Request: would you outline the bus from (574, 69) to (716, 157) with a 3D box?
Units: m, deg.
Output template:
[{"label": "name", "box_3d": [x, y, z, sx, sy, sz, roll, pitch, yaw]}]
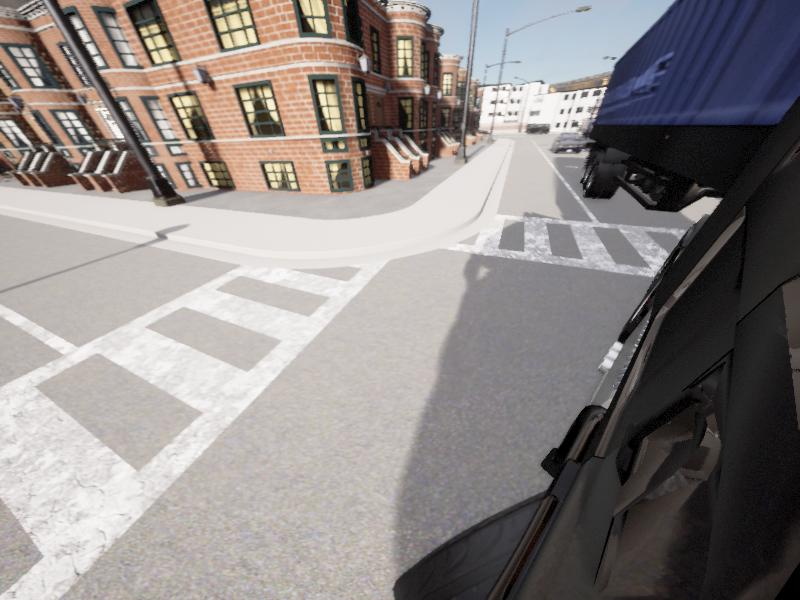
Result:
[{"label": "bus", "box_3d": [18.155, -14.638, 18.766, 3.944, 4.253, 10.273, 12, 39, 19]}]

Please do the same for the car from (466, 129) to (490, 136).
[{"label": "car", "box_3d": [20.682, -44.484, 61.421, 5.357, 1.411, 2.033, 22, 43, 29]}]

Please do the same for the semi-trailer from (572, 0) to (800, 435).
[{"label": "semi-trailer", "box_3d": [6.935, -4.385, 5.445, 2.717, 4.402, 14.254, 16, 40, 23]}]

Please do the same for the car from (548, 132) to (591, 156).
[{"label": "car", "box_3d": [14.514, -13.714, 20.153, 2.033, 1.411, 5.357, 12, 39, 19]}]

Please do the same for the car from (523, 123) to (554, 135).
[{"label": "car", "box_3d": [32.442, -40.231, 54.382, 2.150, 2.045, 5.566, -20, 40, -22]}]

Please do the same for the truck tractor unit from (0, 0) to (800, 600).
[{"label": "truck tractor unit", "box_3d": [2.645, -0.295, 0.351, 6.516, 4.208, 3.053, -28, 44, -30]}]

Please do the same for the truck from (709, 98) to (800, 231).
[{"label": "truck", "box_3d": [10.503, -2.729, 4.640, 2.627, 2.467, 5.204, 12, 38, 19]}]
